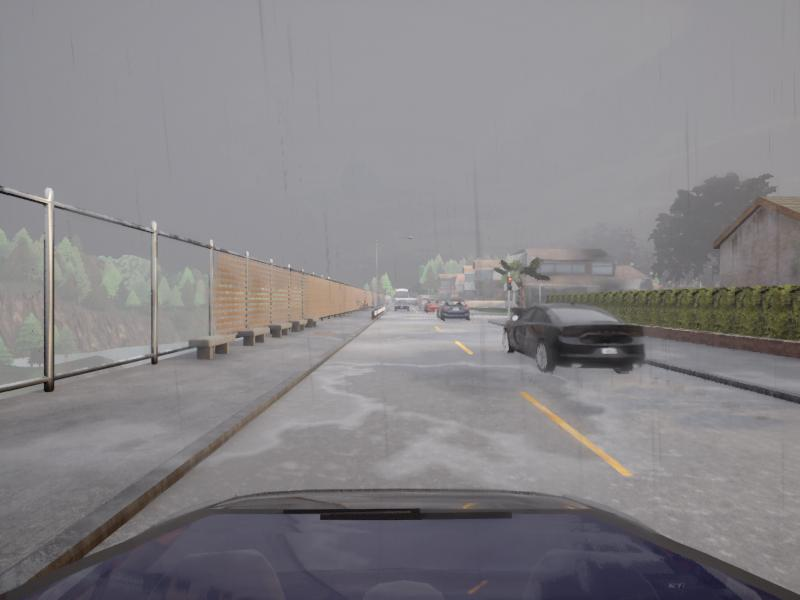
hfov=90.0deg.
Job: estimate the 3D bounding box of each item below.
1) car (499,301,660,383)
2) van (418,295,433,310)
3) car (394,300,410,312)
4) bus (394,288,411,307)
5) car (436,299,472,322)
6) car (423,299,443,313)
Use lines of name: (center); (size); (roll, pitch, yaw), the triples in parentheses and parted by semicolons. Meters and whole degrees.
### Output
car: (4.056, 0.823, 10.190); (1.882, 1.535, 5.008); (0, 0, 0)
van: (4.362, 0.377, 69.982); (2.351, 2.431, 6.366); (0, 0, 0)
car: (0.314, 0.781, 57.989); (2.152, 1.651, 5.027); (0, 0, 2)
bus: (0.618, -0.539, 96.954); (3.944, 4.253, 10.273); (0, 0, 0)
car: (4.166, 0.756, 31.765); (2.242, 1.667, 4.611); (0, 0, 0)
car: (4.267, 0.757, 51.872); (2.242, 1.667, 4.611); (0, 0, 0)
